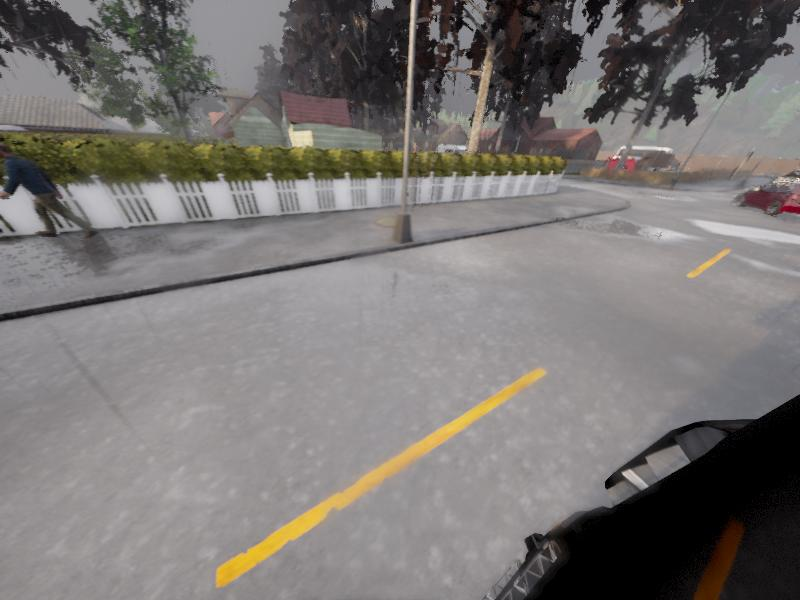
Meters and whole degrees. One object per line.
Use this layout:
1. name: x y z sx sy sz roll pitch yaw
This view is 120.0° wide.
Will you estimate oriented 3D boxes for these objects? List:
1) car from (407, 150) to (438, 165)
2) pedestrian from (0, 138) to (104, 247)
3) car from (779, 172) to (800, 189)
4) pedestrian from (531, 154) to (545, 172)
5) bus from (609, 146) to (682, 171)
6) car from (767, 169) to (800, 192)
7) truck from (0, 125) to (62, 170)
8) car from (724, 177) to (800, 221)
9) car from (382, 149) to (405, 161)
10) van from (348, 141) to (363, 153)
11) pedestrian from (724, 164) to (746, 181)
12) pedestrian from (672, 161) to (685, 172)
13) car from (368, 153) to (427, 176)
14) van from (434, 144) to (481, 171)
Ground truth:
1. car: 3.281 -21.722 35.219 2.152 1.651 5.027 -16 38 -26
2. pedestrian: -7.324 -2.157 4.694 0.751 1.860 0.751 -16 38 -25
3. car: 47.058 -14.052 27.099 4.892 1.490 1.837 -16 38 -26
4. pedestrian: 17.859 -17.702 29.838 0.751 1.860 0.751 -16 38 -26
5. bus: 57.000 -33.318 54.189 3.944 4.253 10.273 -16 38 -26
6. car: 40.247 -12.252 23.554 4.605 1.855 1.932 -16 38 -26
7. truck: -23.257 -8.980 13.448 2.069 2.038 4.478 -16 38 -26
8. car: 19.640 -5.240 11.837 1.845 1.501 3.633 18 36 20
9. car: -1.320 -26.272 41.728 1.801 1.575 5.366 -16 38 -26
10. van: -12.376 -42.132 63.749 1.988 2.561 5.915 -16 38 -26
11. pedestrian: 43.903 -16.694 30.260 0.751 1.860 0.751 -16 38 -26
12. pedestrian: 56.287 -27.088 46.743 0.751 1.860 0.751 -16 38 -26
13. car: -0.178 -10.775 18.327 4.181 1.381 1.994 -16 38 -26
14. van: 7.131 -18.284 29.540 1.988 2.561 5.915 -16 38 -26
